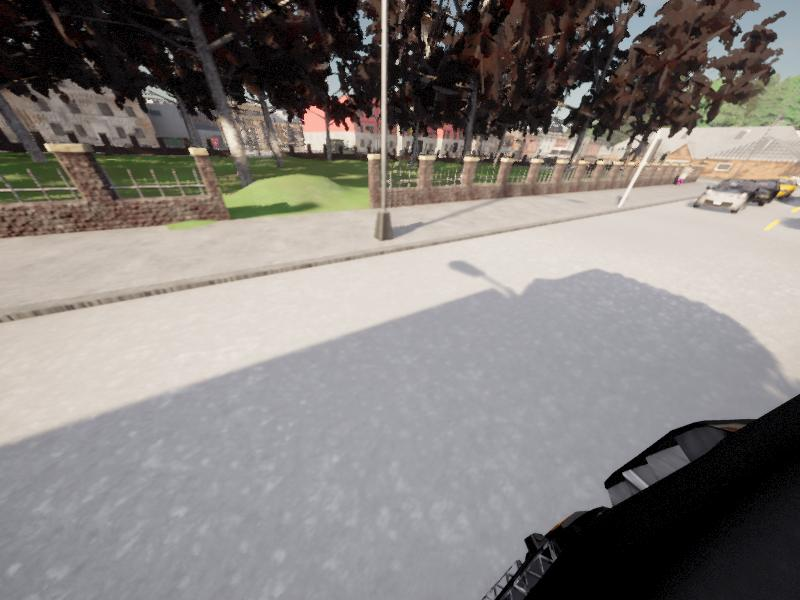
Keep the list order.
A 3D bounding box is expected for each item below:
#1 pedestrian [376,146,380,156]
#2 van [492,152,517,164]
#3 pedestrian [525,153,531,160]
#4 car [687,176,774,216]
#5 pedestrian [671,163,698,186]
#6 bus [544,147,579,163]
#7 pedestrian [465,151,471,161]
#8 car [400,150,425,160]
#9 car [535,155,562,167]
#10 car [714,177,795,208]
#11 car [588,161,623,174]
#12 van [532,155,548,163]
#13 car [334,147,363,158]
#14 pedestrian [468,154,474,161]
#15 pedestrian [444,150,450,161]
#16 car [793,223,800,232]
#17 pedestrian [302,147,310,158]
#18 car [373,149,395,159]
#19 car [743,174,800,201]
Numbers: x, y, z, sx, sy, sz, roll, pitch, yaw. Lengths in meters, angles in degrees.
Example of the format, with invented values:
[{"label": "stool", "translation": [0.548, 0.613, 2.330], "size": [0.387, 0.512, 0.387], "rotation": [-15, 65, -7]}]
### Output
[{"label": "pedestrian", "translation": [-4.974, -33.592, 52.044], "size": [0.751, 1.860, 0.751], "rotation": [-26, 43, -36]}, {"label": "van", "translation": [23.649, -32.355, 52.552], "size": [2.069, 2.038, 4.480], "rotation": [-15, 38, -27]}, {"label": "pedestrian", "translation": [42.733, -47.832, 77.133], "size": [0.751, 1.860, 0.751], "rotation": [-20, 40, -31]}, {"label": "car", "translation": [18.060, -5.794, 12.665], "size": [3.633, 1.501, 1.845], "rotation": [-17, 39, -27]}, {"label": "pedestrian", "translation": [27.240, -11.980, 22.133], "size": [0.751, 1.860, 0.751], "rotation": [-16, 38, -26]}, {"label": "bus", "translation": [53.975, -48.364, 77.271], "size": [10.273, 4.253, 3.944], "rotation": [-16, 38, -26]}, {"label": "pedestrian", "translation": [14.637, -31.040, 49.748], "size": [0.751, 1.860, 0.751], "rotation": [-21, 40, -31]}, {"label": "car", "translation": [2.689, -30.313, 48.284], "size": [4.892, 1.490, 1.837], "rotation": [-16, 38, -27]}, {"label": "car", "translation": [31.095, -29.161, 48.421], "size": [1.905, 1.878, 3.866], "rotation": [-15, 38, -25]}, {"label": "car", "translation": [23.917, -7.336, 15.558], "size": [5.357, 1.411, 2.033], "rotation": [-16, 38, -26]}, {"label": "car", "translation": [33.806, -21.962, 38.149], "size": [1.845, 1.501, 3.633], "rotation": [-16, 38, -26]}, {"label": "van", "translation": [44.345, -44.781, 73.194], "size": [4.442, 1.987, 1.775], "rotation": [-16, 38, -26]}, {"label": "car", "translation": [-9.351, -26.893, 42.185], "size": [4.514, 1.525, 2.007], "rotation": [-16, 38, -26]}, {"label": "pedestrian", "translation": [15.334, -30.779, 49.915], "size": [0.751, 1.300, 0.751], "rotation": [-14, 37, -23]}, {"label": "pedestrian", "translation": [9.530, -29.438, 46.946], "size": [0.751, 1.860, 0.751], "rotation": [-16, 38, -26]}, {"label": "car", "translation": [18.410, -3.491, 9.167], "size": [3.988, 1.617, 1.851], "rotation": [-14, 37, -23]}, {"label": "pedestrian", "translation": [-14.309, -22.410, 35.043], "size": [0.751, 1.300, 0.751], "rotation": [-16, 38, -26]}, {"label": "car", "translation": [-3.132, -28.678, 45.324], "size": [3.705, 1.549, 1.789], "rotation": [-16, 38, -26]}, {"label": "car", "translation": [30.347, -9.163, 18.633], "size": [5.366, 1.575, 1.801], "rotation": [-15, 38, -25]}]
